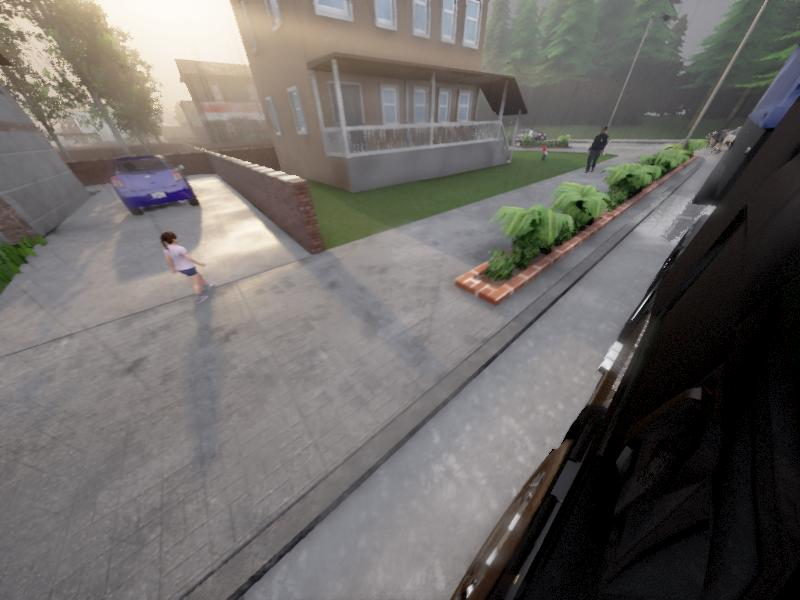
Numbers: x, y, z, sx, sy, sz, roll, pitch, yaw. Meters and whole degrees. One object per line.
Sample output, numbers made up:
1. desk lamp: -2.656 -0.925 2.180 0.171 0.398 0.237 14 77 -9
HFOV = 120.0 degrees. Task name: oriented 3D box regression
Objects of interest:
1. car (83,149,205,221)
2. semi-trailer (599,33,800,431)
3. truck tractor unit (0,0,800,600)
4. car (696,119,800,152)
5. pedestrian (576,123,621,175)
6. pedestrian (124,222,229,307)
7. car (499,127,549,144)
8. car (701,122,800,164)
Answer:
1. car: -8.223 -4.036 7.747 1.845 1.501 3.633 -28 43 -29
2. semi-trailer: 8.651 -3.634 4.279 14.254 4.402 2.717 -29 44 -30
3. truck tractor unit: 2.645 -0.295 0.351 6.516 4.208 3.053 -28 44 -30
4. car: 25.344 -11.784 16.464 2.152 1.651 5.027 -1 37 2
5. pedestrian: 8.880 -6.774 10.401 0.751 1.860 0.751 -27 43 -29
6. pedestrian: -3.204 -0.510 3.423 0.500 1.100 0.500 5 37 11
7. car: 15.401 -20.574 28.962 2.038 1.542 4.974 -28 43 -29
8. car: 20.326 -8.921 12.936 1.930 1.638 5.238 13 39 18
